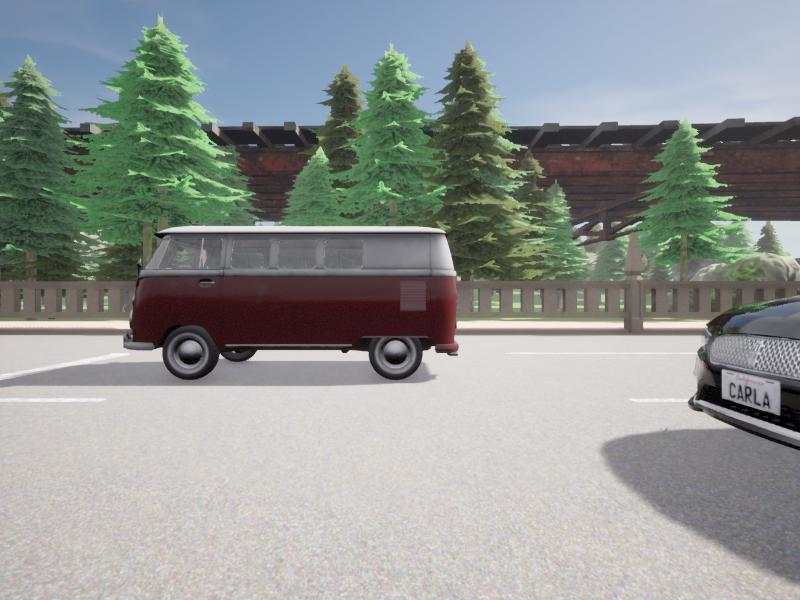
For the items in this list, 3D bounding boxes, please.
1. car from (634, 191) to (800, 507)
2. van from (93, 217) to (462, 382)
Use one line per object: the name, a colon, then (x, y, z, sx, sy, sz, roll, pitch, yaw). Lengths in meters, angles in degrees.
car: (4.363, 0.237, 2.200, 4.902, 1.511, 2.128, 0, 0, 0)
van: (-1.470, -0.002, 5.700, 4.442, 1.987, 1.775, 0, 0, 0)
